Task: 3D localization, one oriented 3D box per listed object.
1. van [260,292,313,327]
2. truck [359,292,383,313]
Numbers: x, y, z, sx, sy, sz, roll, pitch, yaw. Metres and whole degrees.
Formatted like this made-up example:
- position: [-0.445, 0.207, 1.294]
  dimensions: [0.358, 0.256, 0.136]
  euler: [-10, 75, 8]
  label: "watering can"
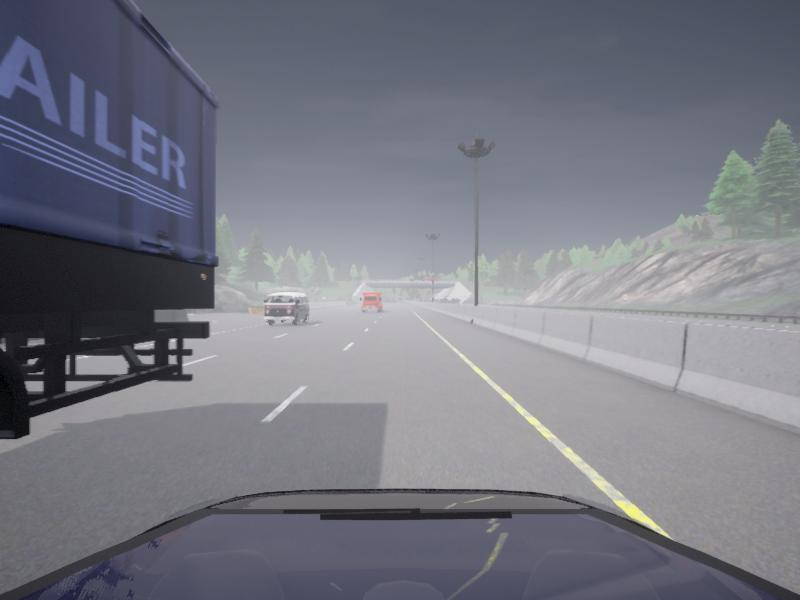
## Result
- position: [-6.999, 0.561, 25.149]
  dimensions: [2.069, 2.038, 4.480]
  euler: [0, 0, 0]
  label: "van"
- position: [-3.499, 0.333, 49.564]
  dimensions: [2.627, 2.467, 5.204]
  euler: [0, 0, 0]
  label: "truck"
